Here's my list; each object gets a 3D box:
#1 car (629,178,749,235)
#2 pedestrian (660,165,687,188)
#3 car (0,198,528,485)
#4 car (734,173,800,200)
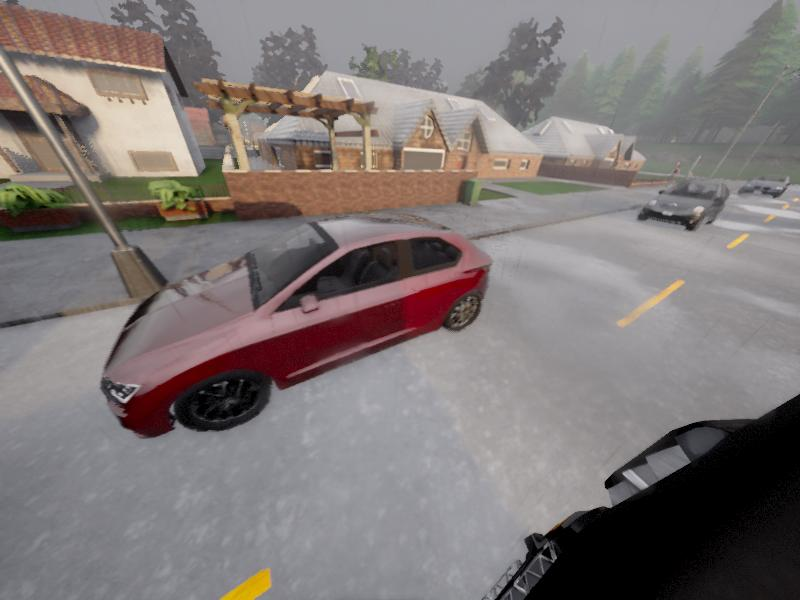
[{"bbox_3d":[11.841,-3.985,9.500,3.988,1.617,1.851,-16,38,-27],"label":"car"},{"bbox_3d":[25.296,-11.454,21.410,0.751,1.860,0.751,-20,40,-31],"label":"pedestrian"},{"bbox_3d":[-0.732,-0.211,2.907,4.193,1.474,1.816,-17,38,-27],"label":"car"},{"bbox_3d":[31.998,-9.993,20.139,4.611,1.667,2.242,-17,38,-27],"label":"car"}]
